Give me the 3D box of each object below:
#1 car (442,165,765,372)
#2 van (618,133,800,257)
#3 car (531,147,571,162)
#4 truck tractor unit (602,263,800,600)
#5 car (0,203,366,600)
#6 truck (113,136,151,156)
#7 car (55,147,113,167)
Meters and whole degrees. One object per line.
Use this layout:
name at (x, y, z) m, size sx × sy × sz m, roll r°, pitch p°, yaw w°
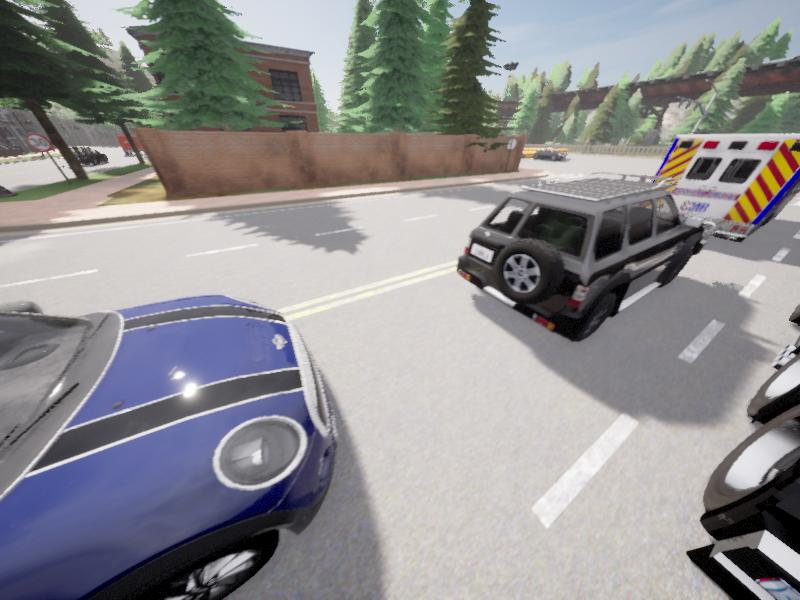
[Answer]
car at (3.233, -1.032, 3.876) m, size 4.605 × 1.855 × 1.932 m, roll -18°, pitch 39°, yaw -25°
van at (10.220, -3.531, 7.050) m, size 6.366 × 2.431 × 2.351 m, roll -18°, pitch 39°, yaw -24°
car at (20.172, -19.525, 30.968) m, size 1.970 × 1.475 × 3.806 m, roll -18°, pitch 39°, yaw -24°
truck tractor unit at (5.109, -0.302, 0.785) m, size 6.516 × 4.208 × 3.053 m, roll -18°, pitch 39°, yaw -24°
car at (-2.746, 0.948, 1.049) m, size 4.553 × 1.767 × 2.097 m, roll -18°, pitch 39°, yaw -24°
truck at (-42.319, -24.572, 36.723) m, size 2.627 × 2.467 × 5.204 m, roll -23°, pitch 41°, yaw -30°
car at (-30.859, -14.201, 22.788) m, size 1.816 × 1.474 × 4.193 m, roll -18°, pitch 39°, yaw -24°
